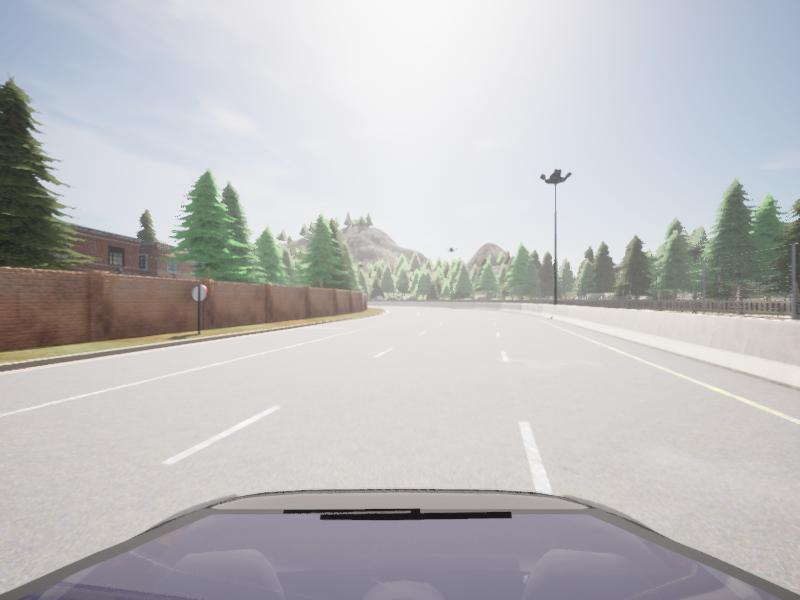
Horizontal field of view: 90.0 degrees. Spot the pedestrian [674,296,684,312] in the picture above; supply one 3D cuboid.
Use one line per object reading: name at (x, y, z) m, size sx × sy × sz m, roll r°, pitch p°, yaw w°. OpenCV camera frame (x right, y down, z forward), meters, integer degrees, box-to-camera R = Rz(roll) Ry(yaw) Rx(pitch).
pedestrian at (32.864, 0.467, 47.119) m, size 0.751 × 1.860 × 0.751 m, roll 0°, pitch 0°, yaw 7°
